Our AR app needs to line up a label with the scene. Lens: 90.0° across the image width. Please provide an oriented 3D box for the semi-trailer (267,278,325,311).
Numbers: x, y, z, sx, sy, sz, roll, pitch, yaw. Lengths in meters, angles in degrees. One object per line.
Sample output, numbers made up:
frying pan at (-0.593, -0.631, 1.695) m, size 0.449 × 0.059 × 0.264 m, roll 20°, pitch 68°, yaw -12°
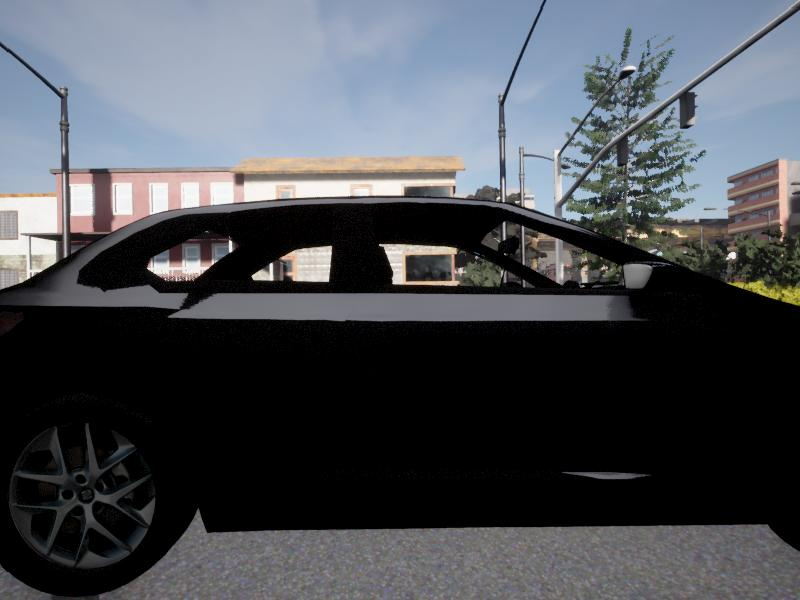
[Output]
semi-trailer at (-15.748, -0.758, 59.459) m, size 2.717 × 4.402 × 14.254 m, roll -1°, pitch 1°, yaw -38°

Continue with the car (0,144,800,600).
car at (0.342, 0.254, 2.184) m, size 4.193 × 1.474 × 1.816 m, roll 0°, pitch 0°, yaw -1°

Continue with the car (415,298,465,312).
car at (3.930, 0.477, 39.983) m, size 4.718 × 1.301 × 1.895 m, roll -1°, pitch 0°, yaw 44°
